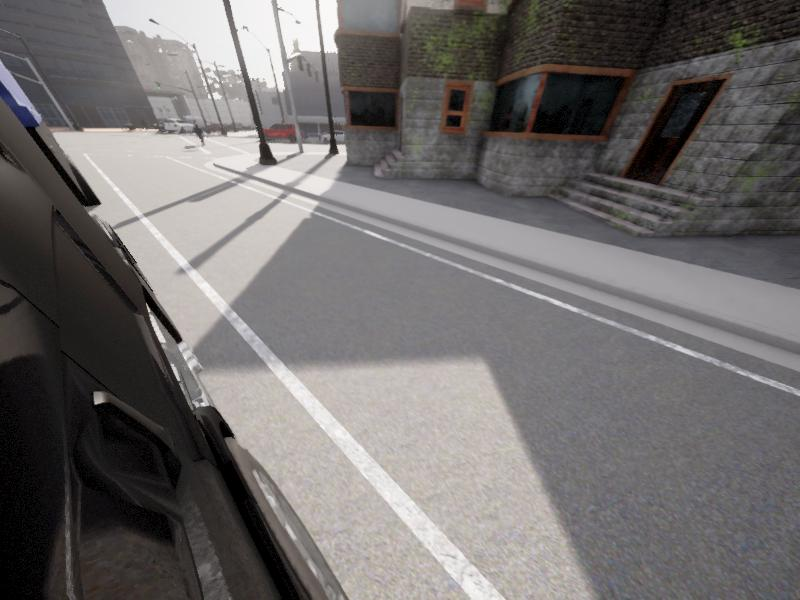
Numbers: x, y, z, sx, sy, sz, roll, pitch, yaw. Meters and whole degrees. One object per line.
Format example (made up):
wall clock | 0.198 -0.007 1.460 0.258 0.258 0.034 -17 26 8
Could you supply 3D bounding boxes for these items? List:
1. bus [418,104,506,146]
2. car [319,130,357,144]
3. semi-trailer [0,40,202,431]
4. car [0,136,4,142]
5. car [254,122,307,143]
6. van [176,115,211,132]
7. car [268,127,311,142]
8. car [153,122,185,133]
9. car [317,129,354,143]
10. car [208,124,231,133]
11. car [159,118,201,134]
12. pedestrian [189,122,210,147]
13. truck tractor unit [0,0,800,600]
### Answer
bus | 7.930 -23.686 31.427 10.273 4.253 3.944 -3 37 -4
car | -8.260 -21.978 31.171 4.674 1.442 1.812 -2 37 -5
semi-trailer | -8.727 -3.570 4.220 14.254 4.402 2.717 28 44 30
car | -36.100 -13.305 17.715 2.150 2.045 5.566 -3 37 -7
car | -15.528 -22.009 30.389 5.566 2.045 2.150 -2 37 -5
van | -42.178 -36.124 47.460 1.988 2.561 5.915 -1 37 -5
car | -15.848 -23.904 33.335 5.008 1.535 1.882 -2 37 -5
car | -41.633 -31.216 41.817 1.816 1.474 4.193 -1 37 -5
car | -9.388 -24.066 33.881 4.892 1.490 1.837 -2 37 -5
car | -38.906 -37.193 49.959 1.816 1.474 4.193 -1 37 -4
car | -38.031 -30.152 40.119 2.150 2.045 5.566 -1 37 -4
pedestrian | -18.520 -15.287 21.404 0.751 1.860 0.751 -28 46 -34
truck tractor unit | -2.645 -0.295 0.351 6.516 4.208 3.053 28 44 30
